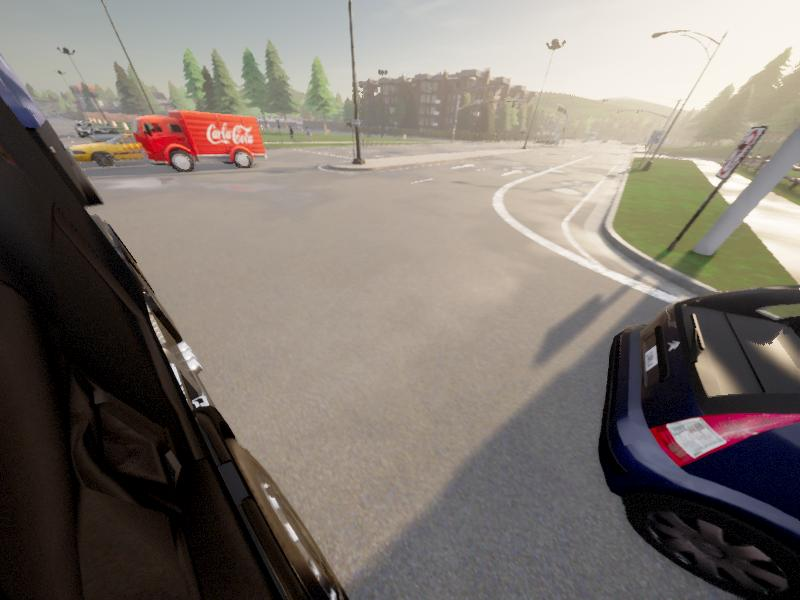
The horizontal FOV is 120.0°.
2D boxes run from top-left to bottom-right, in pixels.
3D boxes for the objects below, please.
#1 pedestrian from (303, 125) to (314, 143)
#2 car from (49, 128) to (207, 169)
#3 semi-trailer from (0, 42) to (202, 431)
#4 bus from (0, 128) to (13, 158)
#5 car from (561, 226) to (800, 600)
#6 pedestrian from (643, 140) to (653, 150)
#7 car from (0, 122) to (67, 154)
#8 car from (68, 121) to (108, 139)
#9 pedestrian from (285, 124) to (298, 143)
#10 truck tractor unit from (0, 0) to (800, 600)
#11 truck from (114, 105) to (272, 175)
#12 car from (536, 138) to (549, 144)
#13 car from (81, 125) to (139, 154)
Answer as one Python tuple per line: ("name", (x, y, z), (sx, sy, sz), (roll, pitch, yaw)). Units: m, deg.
("pedestrian", (-11.848, -21.611, 30.082), (0.751, 1.860, 0.751), (-29, 47, -35))
("car", (-14.523, -8.486, 12.825), (1.801, 1.575, 5.366), (28, 44, 30))
("semi-trailer", (-8.700, -3.594, 4.241), (14.254, 4.402, 2.717), (28, 44, 30))
("bus", (-27.627, -10.947, 13.081), (10.273, 4.253, 3.944), (28, 44, 30))
("car", (3.366, 1.240, 0.853), (3.988, 1.617, 1.851), (28, 44, 30))
("pedestrian", (57.293, -35.842, 53.440), (0.751, 1.860, 0.751), (-28, 46, -35))
("car", (-25.279, -11.212, 15.880), (4.902, 1.511, 2.128), (28, 44, 30))
("car", (-34.414, -18.775, 25.498), (3.806, 1.475, 1.970), (28, 43, 30))
("pedestrian", (-13.544, -20.762, 28.837), (0.751, 1.860, 0.751), (26, 43, 28))
("truck tractor unit", (-2.645, -0.295, 0.351), (6.516, 4.208, 3.053), (28, 44, 30))
("truck", (-10.373, -8.376, 12.222), (2.627, 2.467, 5.204), (28, 42, 30))
("car", (40.901, -45.580, 66.280), (1.895, 1.301, 4.718), (28, 43, 30))
("car", (-21.319, -11.821, 16.972), (4.193, 1.474, 1.816), (28, 44, 30))
